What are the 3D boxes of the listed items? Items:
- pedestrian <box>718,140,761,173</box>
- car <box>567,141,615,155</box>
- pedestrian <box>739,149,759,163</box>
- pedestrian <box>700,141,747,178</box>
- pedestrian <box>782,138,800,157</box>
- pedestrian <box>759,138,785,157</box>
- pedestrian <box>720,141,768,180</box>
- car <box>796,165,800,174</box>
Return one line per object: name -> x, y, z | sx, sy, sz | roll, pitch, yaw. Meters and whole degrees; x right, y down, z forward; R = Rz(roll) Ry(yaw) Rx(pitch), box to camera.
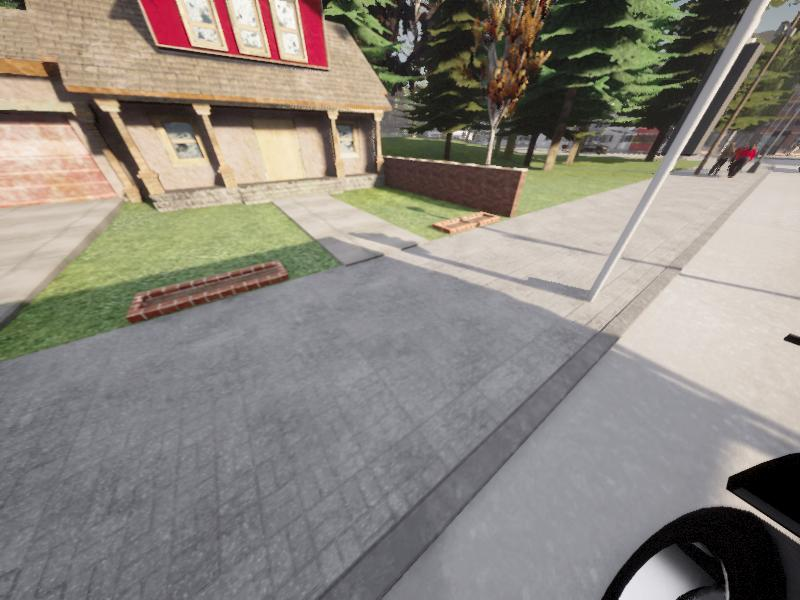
pedestrian -> 23.065, -9.747, 15.738 | 0.751, 1.860, 0.751 | -18, 39, -24
car -> 28.944, -23.210, 35.221 | 2.152, 1.651, 5.027 | -22, 41, -28
pedestrian -> 33.255, -13.768, 22.029 | 0.500, 1.100, 0.500 | 20, 40, 26
pedestrian -> 19.672, -8.570, 14.091 | 0.751, 1.860, 0.751 | -15, 38, -20
pedestrian -> 46.137, -17.756, 26.933 | 0.751, 1.860, 0.751 | -20, 40, -25
pedestrian -> 44.689, -18.361, 27.801 | 0.751, 1.860, 0.751 | -18, 39, -23
pedestrian -> 19.976, -8.141, 13.480 | 0.751, 1.860, 0.751 | -28, 44, -34
car -> 30.574, -9.922, 16.489 | 4.193, 1.474, 1.816 | -23, 41, -29
